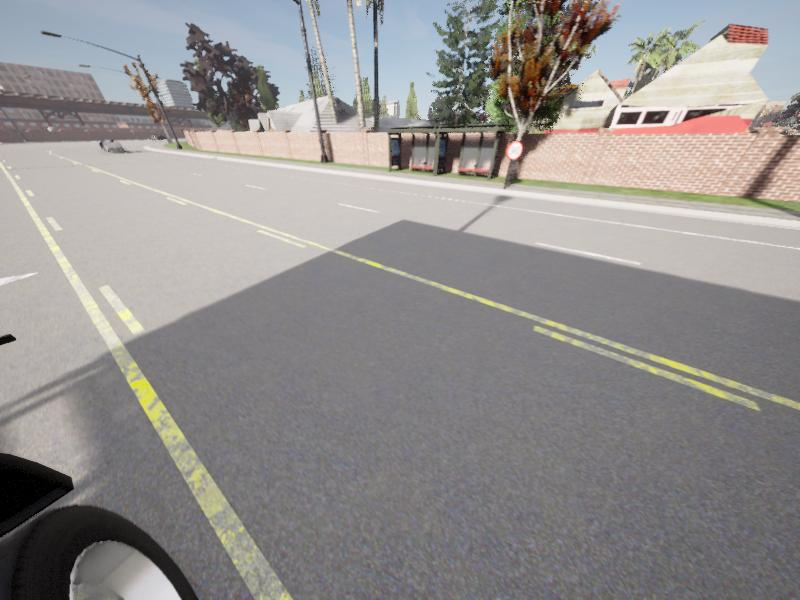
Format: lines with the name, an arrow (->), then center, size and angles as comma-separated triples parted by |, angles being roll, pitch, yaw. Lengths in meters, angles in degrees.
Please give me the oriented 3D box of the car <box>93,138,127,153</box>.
car -> -37.869, -20.255, 30.201 | 3.633, 1.501, 1.845 | 24, 41, 29
